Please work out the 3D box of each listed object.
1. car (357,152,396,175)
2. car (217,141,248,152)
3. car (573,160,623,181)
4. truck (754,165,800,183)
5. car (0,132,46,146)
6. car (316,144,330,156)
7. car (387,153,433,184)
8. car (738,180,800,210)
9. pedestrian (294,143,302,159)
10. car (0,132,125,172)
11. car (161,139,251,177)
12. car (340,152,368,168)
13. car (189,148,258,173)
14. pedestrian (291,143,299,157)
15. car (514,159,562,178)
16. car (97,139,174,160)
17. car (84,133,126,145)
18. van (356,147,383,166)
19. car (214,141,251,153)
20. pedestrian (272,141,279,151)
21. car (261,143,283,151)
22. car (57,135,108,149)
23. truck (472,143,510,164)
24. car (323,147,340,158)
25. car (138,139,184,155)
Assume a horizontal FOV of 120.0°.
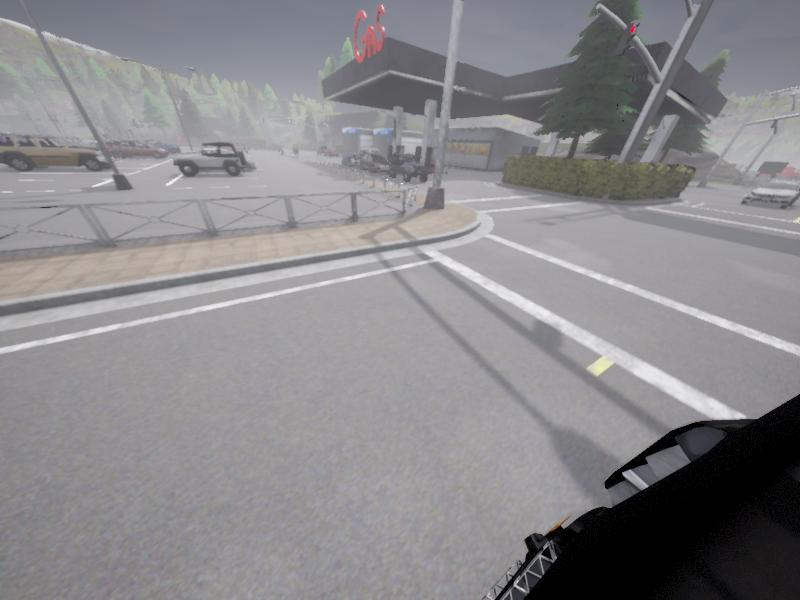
[{"bbox_3d":[-2.522,-13.940,23.557,2.033,1.649,4.856,-15,38,-25],"label":"car"},{"bbox_3d":[-31.980,-29.404,44.296,4.514,1.523,2.007,-16,38,-26],"label":"car"},{"bbox_3d":[24.588,-16.200,28.853,1.905,1.878,3.866,-16,38,-26],"label":"car"},{"bbox_3d":[71.018,-23.371,42.719,2.627,2.467,5.204,-15,38,-25],"label":"truck"},{"bbox_3d":[-54.560,-23.028,33.016,3.633,1.501,1.845,-16,38,-26],"label":"car"},{"bbox_3d":[-16.667,-32.449,50.000,1.905,1.878,3.866,-15,38,-25],"label":"car"},{"bbox_3d":[0.648,-10.818,18.881,1.905,1.878,3.866,-15,38,-25],"label":"car"},{"bbox_3d":[25.362,-7.189,15.593,4.674,1.442,1.812,-15,37,-26],"label":"car"},{"bbox_3d":[-15.309,-22.341,34.639,0.751,1.860,0.751,-16,38,-26],"label":"pedestrian"},{"bbox_3d":[-20.683,-8.877,13.925,4.605,1.855,1.932,-16,38,-26],"label":"car"},{"bbox_3d":[-12.228,-9.171,14.991,3.866,1.878,1.905,-16,38,-26],"label":"car"},{"bbox_3d":[-5.627,-17.043,28.108,1.970,1.475,3.806,-15,38,-25],"label":"car"},{"bbox_3d":[-13.358,-10.743,17.776,3.806,1.475,1.970,-16,38,-26],"label":"car"},{"bbox_3d":[-16.592,-23.631,36.475,0.751,1.860,0.751,-16,38,-26],"label":"pedestrian"},{"bbox_3d":[17.520,-16.847,29.573,2.242,1.667,4.611,-16,38,-26],"label":"car"},{"bbox_3d":[-26.248,-15.103,23.198,4.514,1.523,2.007,-16,38,-26],"label":"car"},{"bbox_3d":[-59.971,-32.729,47.043,4.605,1.855,1.932,-16,38,-26],"label":"car"},{"bbox_3d":[-4.305,-19.894,31.980,2.069,2.038,4.480,-15,38,-25],"label":"van"},{"bbox_3d":[-30.380,-27.859,42.084,5.027,1.636,2.152,-16,38,-26],"label":"car"},{"bbox_3d":[-29.636,-36.530,54.820,0.751,1.860,0.751,16,36,19],"label":"pedestrian"},{"bbox_3d":[-33.450,-40.069,60.499,4.792,1.488,2.163,-8,35,-16],"label":"car"},{"bbox_3d":[-46.647,-23.339,34.122,3.806,1.475,1.970,-16,38,-26],"label":"car"},{"bbox_3d":[22.096,-36.176,56.877,2.891,3.827,8.468,-15,38,-25],"label":"truck"},{"bbox_3d":[-13.488,-29.043,45.464,2.007,1.525,4.514,-15,38,-25],"label":"car"},{"bbox_3d":[-31.165,-20.084,30.330,3.633,1.501,1.845,-16,38,-26],"label":"car"}]
